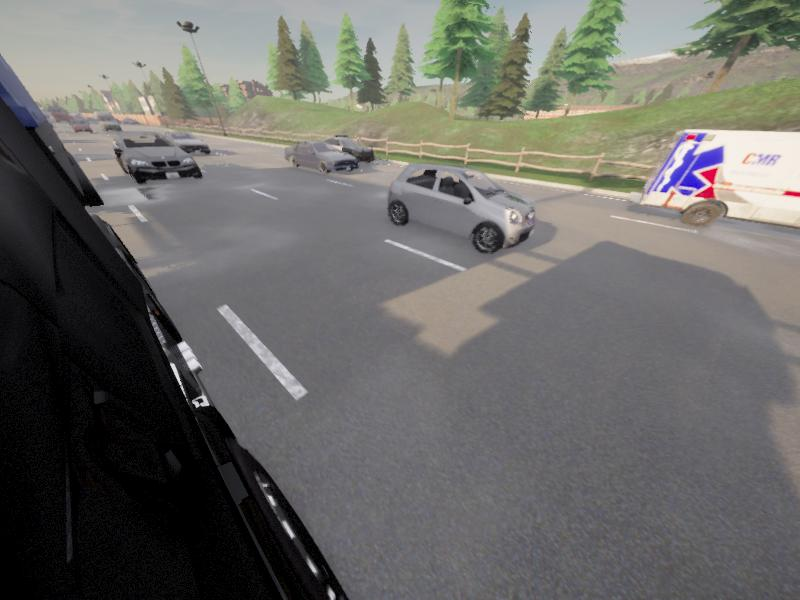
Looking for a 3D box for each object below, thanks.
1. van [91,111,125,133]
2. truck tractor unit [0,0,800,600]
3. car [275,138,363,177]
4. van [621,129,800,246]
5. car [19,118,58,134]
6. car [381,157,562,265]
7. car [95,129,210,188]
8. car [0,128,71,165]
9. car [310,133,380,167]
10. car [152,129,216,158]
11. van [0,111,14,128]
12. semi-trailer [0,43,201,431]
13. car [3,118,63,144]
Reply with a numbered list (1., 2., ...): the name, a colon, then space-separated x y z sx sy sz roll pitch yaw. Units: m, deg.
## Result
1. van: -46.709 -28.466 36.935 5.915 2.561 1.988 28 44 30
2. truck tractor unit: -2.645 -0.295 0.352 6.516 4.208 3.053 28 44 30
3. car: -4.802 -8.477 13.562 5.357 1.411 2.033 28 44 30
4. van: 11.045 -3.221 6.582 6.366 2.431 2.351 28 44 30
5. car: -47.113 -22.781 30.177 4.792 1.488 2.163 28 44 30
6. car: 1.483 -2.463 5.754 3.633 1.501 1.845 28 44 30
7. car: -10.811 -6.323 10.090 4.611 1.667 2.242 28 44 30
8. car: -20.632 -8.674 12.917 4.181 1.385 1.994 28 44 30
9. car: -3.999 -10.888 16.634 5.238 1.638 1.930 28 44 30
10. car: -16.295 -11.848 17.404 5.357 1.411 2.033 28 44 30
11. van: -63.714 -27.781 35.440 4.480 2.038 2.069 4 37 2
12. semi-trailer: -8.702 -3.588 4.245 14.254 4.402 2.717 28 44 30
13. car: -32.301 -14.974 20.464 5.027 1.651 2.152 28 44 30
